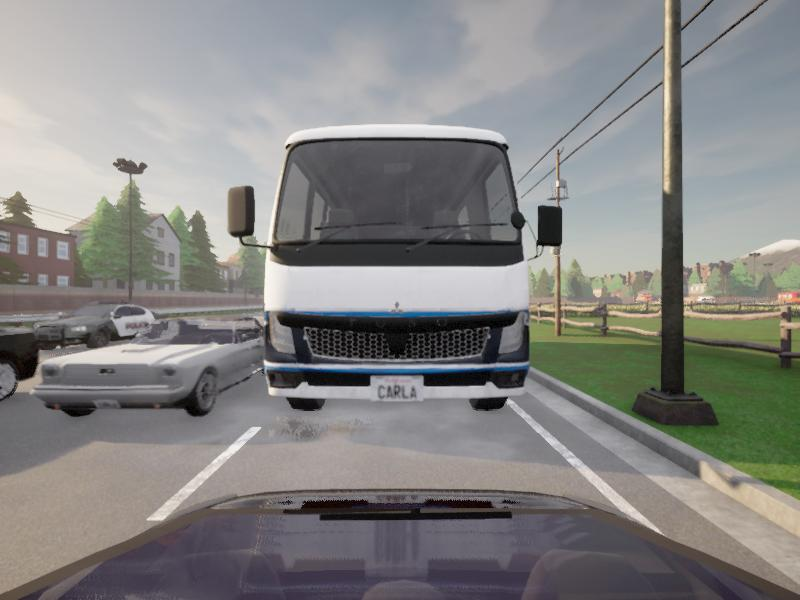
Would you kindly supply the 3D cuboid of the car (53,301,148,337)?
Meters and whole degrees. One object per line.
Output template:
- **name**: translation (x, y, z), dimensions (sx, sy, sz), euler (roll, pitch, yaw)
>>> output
- **car**: translation (-14.113, 0.819, 19.152), dimensions (1.789, 1.549, 3.705), euler (0, 0, 0)

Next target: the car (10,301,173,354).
- **car**: translation (-10.583, 0.827, 14.385), dimensions (2.038, 1.542, 4.974), euler (0, 0, 0)

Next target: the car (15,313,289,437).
- **car**: translation (-3.544, 0.944, 7.018), dimensions (1.895, 1.301, 4.718), euler (0, 0, 0)

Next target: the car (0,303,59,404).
- **car**: translation (-7.033, 0.823, 4.646), dimensions (1.882, 1.535, 5.008), euler (0, 0, 0)

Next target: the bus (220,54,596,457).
- **bus**: translation (0.062, -0.541, 9.375), dimensions (3.944, 4.253, 10.273), euler (0, 1, 0)
